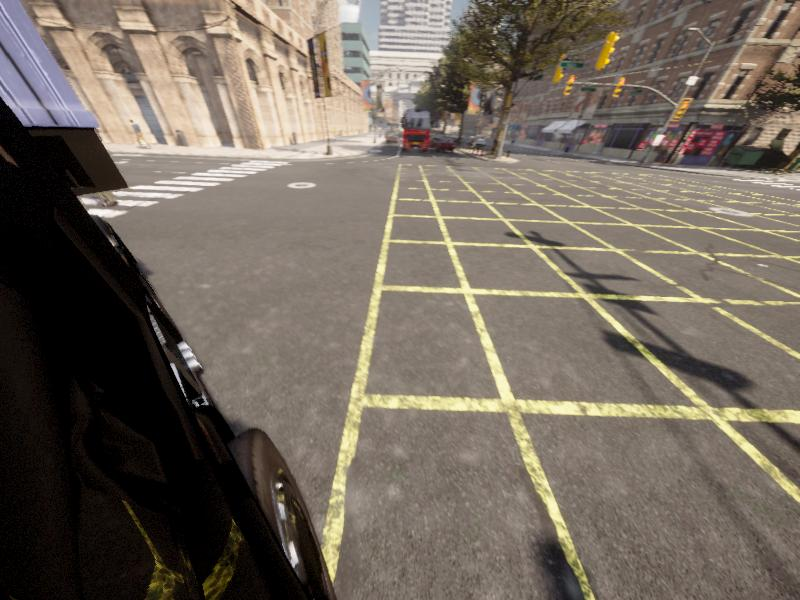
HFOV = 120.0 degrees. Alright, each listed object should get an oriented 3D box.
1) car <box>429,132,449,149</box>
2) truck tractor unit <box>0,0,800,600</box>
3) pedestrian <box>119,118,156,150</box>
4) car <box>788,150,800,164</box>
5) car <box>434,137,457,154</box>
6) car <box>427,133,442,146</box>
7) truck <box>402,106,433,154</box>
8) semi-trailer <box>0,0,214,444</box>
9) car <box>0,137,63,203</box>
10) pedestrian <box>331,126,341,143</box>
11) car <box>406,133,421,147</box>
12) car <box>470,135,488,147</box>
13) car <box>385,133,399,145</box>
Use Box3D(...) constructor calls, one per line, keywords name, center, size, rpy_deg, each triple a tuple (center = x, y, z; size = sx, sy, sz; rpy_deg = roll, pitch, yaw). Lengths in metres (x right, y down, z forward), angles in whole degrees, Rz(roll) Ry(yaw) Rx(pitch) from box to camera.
Box3D(name="car", center=(5.434, -22.753, 32.834), size=(2.097, 1.767, 4.553), rpy_deg=(2, 37, 0))
Box3D(name="truck tractor unit", center=(-2.645, -0.295, 0.351), size=(6.516, 4.208, 3.053), rpy_deg=(28, 44, 30))
Box3D(name="pedestrian", center=(-19.200, -12.166, 16.945), size=(0.751, 1.860, 0.751), rpy_deg=(5, 37, 3))
Box3D(name="car", center=(54.907, -18.598, 30.024), size=(1.905, 1.878, 3.866), rpy_deg=(2, 37, 0))
Box3D(name="car", center=(5.272, -18.411, 27.443), size=(1.895, 1.301, 4.718), rpy_deg=(2, 37, 0))
Box3D(name="car", center=(5.561, -26.175, 37.676), size=(1.970, 1.475, 3.806), rpy_deg=(3, 37, 0))
Box3D(name="truck", center=(1.826, -19.922, 27.153), size=(2.891, 3.827, 8.468), rpy_deg=(2, 37, 0))
Box3D(name="semi-trailer", center=(-9.930, -2.178, 2.281), size=(14.254, 4.402, 2.717), rpy_deg=(10, 37, 10))
Box3D(name="car", center=(-13.369, -3.828, 6.713), size=(3.633, 1.501, 1.845), rpy_deg=(2, 37, 0))
Box3D(name="pedestrian", center=(-8.403, -21.767, 30.379), size=(0.751, 1.860, 0.751), rpy_deg=(3, 37, 1))
Box3D(name="car", center=(1.960, -23.575, 33.999), size=(1.970, 1.475, 3.806), rpy_deg=(2, 37, 0))
Box3D(name="car", center=(13.618, -27.604, 40.043), size=(1.970, 1.475, 3.806), rpy_deg=(2, 37, 0))
Box3D(name="car", center=(-1.222, -25.429, 36.435), size=(1.895, 1.301, 4.718), rpy_deg=(2, 37, 0))
